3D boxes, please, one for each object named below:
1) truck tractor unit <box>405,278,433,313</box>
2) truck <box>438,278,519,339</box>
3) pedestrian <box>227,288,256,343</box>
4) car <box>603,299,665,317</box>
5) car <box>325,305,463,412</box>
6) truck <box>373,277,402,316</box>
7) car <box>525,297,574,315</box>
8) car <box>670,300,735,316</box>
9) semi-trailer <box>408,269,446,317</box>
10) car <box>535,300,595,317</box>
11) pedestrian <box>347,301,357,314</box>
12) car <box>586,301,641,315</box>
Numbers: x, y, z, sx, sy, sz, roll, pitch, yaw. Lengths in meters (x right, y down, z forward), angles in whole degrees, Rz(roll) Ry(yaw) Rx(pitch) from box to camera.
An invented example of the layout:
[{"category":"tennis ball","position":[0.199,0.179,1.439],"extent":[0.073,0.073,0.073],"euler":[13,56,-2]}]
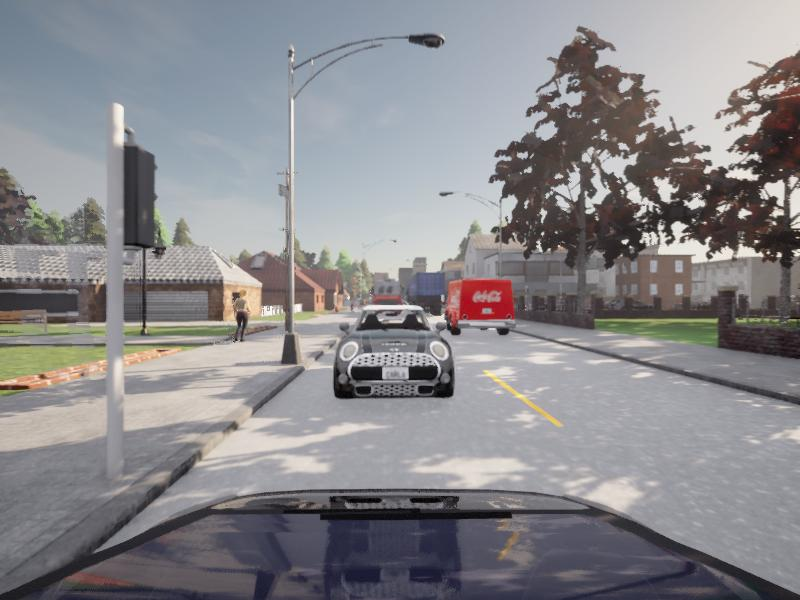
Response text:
[{"category":"truck tractor unit","position":[2.361,-0.550,51.593],"extent":[3.053,4.208,6.516],"euler":[0,0,-2]},{"category":"truck","position":[3.476,0.344,18.987],"extent":[2.627,2.467,5.204],"euler":[0,0,-2]},{"category":"pedestrian","position":[-5.475,0.529,13.857],"extent":[0.751,1.860,0.751],"euler":[0,0,-3]},{"category":"car","position":[22.757,0.741,39.029],"extent":[4.856,1.649,2.033],"euler":[0,0,-4]},{"category":"car","position":[-0.142,0.849,7.608],"extent":[1.970,1.475,3.806],"euler":[0,0,-2]},{"category":"truck","position":[-1.384,-0.343,43.826],"extent":[2.891,3.827,8.468],"euler":[0,0,-2]},{"category":"car","position":[15.997,0.619,42.938],"extent":[4.605,1.855,1.932],"euler":[0,0,-2]},{"category":"car","position":[29.613,0.795,39.203],"extent":[4.902,1.511,2.128],"euler":[0,0,-4]},{"category":"semi-trailer","position":[2.630,-0.642,43.685],"extent":[2.717,4.402,14.254],"euler":[0,0,-2]},{"category":"car","position":[16.026,0.805,38.993],"extent":[4.902,1.511,2.128],"euler":[0,0,-2]},{"category":"pedestrian","position":[-5.153,0.794,42.976],"extent":[0.751,1.300,0.751],"euler":[0,0,24]},{"category":"car","position":[22.998,0.806,43.202],"extent":[4.892,1.490,1.837],"euler":[0,0,-2]}]
